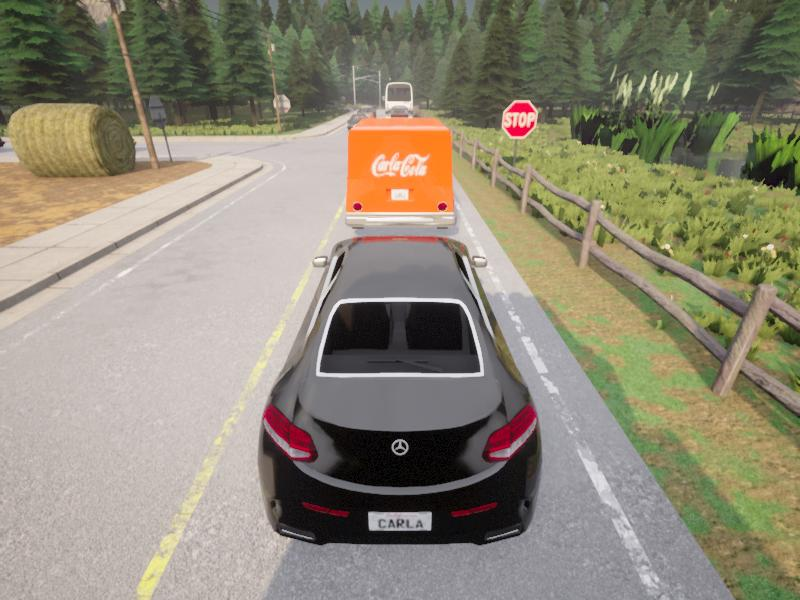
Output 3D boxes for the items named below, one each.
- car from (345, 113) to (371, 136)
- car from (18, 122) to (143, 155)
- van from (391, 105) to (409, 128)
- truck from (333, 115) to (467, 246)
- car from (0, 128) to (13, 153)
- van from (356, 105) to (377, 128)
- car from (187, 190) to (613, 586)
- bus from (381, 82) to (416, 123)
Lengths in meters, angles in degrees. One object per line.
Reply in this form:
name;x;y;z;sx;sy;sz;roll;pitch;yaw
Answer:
car;-3.497;-14.767;33.654;1.789;1.549;3.705;0;27;0
car;-18.498;-9.470;23.393;5.366;1.575;1.801;-1;27;-2
van;-0.045;-19.313;42.033;1.775;1.987;4.442;0;27;0
truck;0.003;-3.485;10.695;2.627;2.467;5.204;0;27;0
car;-25.914;-9.178;23.137;4.718;1.301;1.895;-1;27;-2
van;-3.501;-19.592;42.576;1.775;1.987;4.442;0;27;0
car;0.000;0.104;4.636;2.152;1.651;5.027;0;27;0
bus;-0.337;-25.027;50.687;3.944;4.253;10.273;-1;27;-1
